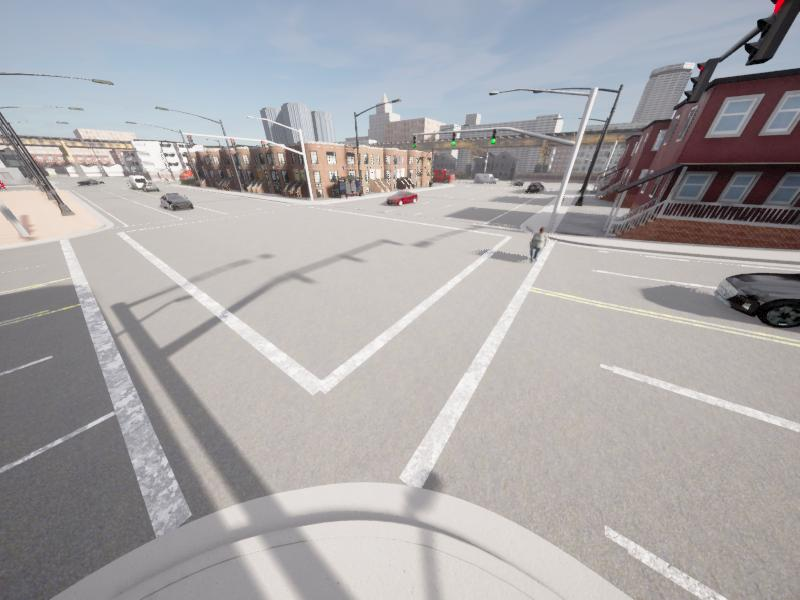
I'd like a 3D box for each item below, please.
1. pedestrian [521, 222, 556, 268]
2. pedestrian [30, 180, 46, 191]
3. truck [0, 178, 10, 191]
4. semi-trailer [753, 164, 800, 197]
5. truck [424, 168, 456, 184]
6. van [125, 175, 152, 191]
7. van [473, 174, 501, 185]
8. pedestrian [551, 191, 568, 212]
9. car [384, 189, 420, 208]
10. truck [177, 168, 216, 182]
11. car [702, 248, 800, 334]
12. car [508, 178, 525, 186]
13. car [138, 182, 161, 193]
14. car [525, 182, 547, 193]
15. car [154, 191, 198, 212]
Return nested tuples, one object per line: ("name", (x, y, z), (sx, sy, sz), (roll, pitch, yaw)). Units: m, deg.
("pedestrian", (6.460, -2.580, 10.819), (0.751, 1.860, 0.751), (26, 39, 37))
("pedestrian", (-71.168, -22.470, 45.386), (0.751, 1.860, 0.751), (-16, 34, -26))
("truck", (-82.623, -22.377, 43.483), (2.891, 3.827, 8.468), (19, 36, 30))
("semi-trailer", (65.703, -17.449, 34.089), (14.254, 4.402, 2.717), (17, 34, 27))
("truck", (11.259, -35.434, 65.848), (8.468, 3.827, 2.891), (20, 36, 31))
("van", (-54.032, -24.244, 47.712), (5.915, 2.561, 1.988), (20, 36, 31))
("van", (23.329, -32.552, 62.255), (6.366, 2.431, 2.351), (21, 36, 31))
("pedestrian", (16.015, -9.912, 23.254), (0.751, 1.860, 0.751), (25, 38, 36))
("car", (0.320, -12.744, 28.836), (1.882, 1.535, 5.008), (20, 36, 31))
("truck", (-67.641, -41.857, 76.966), (2.891, 3.827, 8.468), (21, 36, 32))
("car", (12.056, 0.004, 5.797), (4.856, 1.649, 2.033), (15, 33, 33))
("car", (28.898, -29.273, 57.466), (2.038, 1.542, 4.974), (2, 30, 5))
("car", (-47.543, -21.412, 43.855), (3.988, 1.617, 1.851), (20, 36, 31))
("car", (25.254, -20.952, 42.917), (2.242, 1.667, 4.611), (22, 37, 33))
("car", (-25.064, -11.054, 25.804), (5.238, 1.638, 1.930), (20, 36, 31))
